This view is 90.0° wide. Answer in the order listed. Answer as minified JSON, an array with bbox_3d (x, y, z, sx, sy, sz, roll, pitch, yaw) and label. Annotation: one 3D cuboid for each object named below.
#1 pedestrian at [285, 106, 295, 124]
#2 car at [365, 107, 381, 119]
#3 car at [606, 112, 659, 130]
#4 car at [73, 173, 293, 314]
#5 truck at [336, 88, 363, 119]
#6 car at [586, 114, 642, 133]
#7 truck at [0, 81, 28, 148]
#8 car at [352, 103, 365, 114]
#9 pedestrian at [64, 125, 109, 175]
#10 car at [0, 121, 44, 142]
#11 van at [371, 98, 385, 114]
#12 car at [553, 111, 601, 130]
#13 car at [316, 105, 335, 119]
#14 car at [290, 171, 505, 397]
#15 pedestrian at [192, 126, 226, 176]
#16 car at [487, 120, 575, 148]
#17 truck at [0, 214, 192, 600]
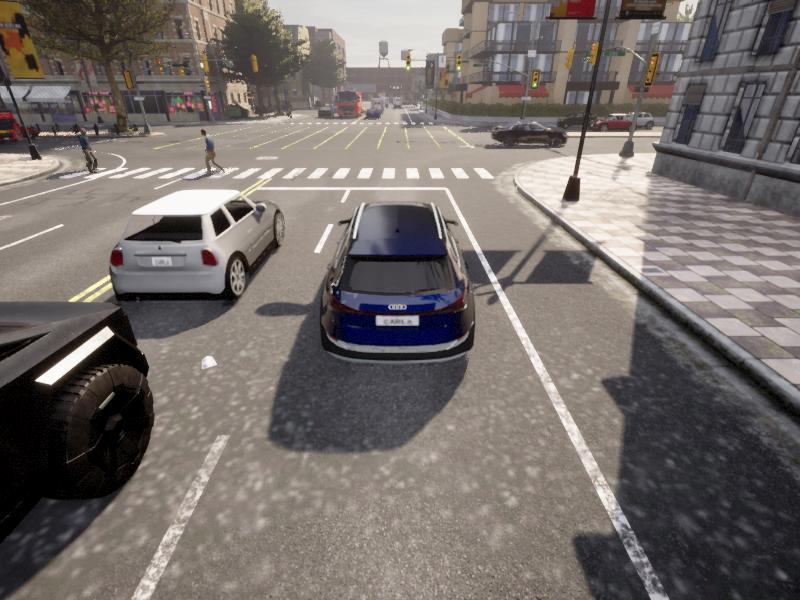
[{"bbox_3d":[-12.728,-21.514,46.449,0.751,1.860,0.751,0,27,1],"label":"pedestrian"},{"bbox_3d":[-3.839,-27.091,57.907,1.994,1.385,4.181,0,27,0],"label":"car"},{"bbox_3d":[22.788,-17.628,39.351,3.806,1.475,1.970,0,27,0],"label":"car"},{"bbox_3d":[-3.539,-1.305,7.549,1.970,1.475,3.806,0,27,0],"label":"car"},{"bbox_3d":[-7.356,-29.209,59.343,2.891,3.827,8.468,0,27,0],"label":"truck"},{"bbox_3d":[19.289,-16.031,36.239,3.806,1.475,1.970,0,27,0],"label":"car"},{"bbox_3d":[-29.904,-11.828,25.479,8.468,3.827,2.891,0,27,0],"label":"truck"},{"bbox_3d":[-7.427,-34.750,72.594,1.801,1.575,5.366,0,27,0],"label":"car"},{"bbox_3d":[-13.055,-6.257,16.723,0.751,1.860,0.751,-4,27,-8],"label":"pedestrian"},{"bbox_3d":[-29.308,-12.303,29.174,4.718,1.301,1.895,0,27,0],"label":"car"},{"bbox_3d":[-3.928,-35.338,72.814,2.351,2.431,6.366,0,27,0],"label":"van"},{"bbox_3d":[17.356,-17.664,39.336,3.705,1.549,1.789,0,27,0],"label":"car"},{"bbox_3d":[-10.846,-27.615,58.627,1.930,1.638,5.238,-1,27,-1],"label":"car"},{"bbox_3d":[-0.034,-0.755,6.316,2.033,1.649,4.856,0,28,0],"label":"car"},{"bbox_3d":[-7.900,-6.201,16.613,0.751,1.860,0.751,-2,27,-3],"label":"pedestrian"},{"bbox_3d":[8.362,-10.797,26.003,4.902,1.511,2.128,0,27,0],"label":"car"},{"bbox_3d":[-3.507,1.611,1.187,2.390,2.098,6.274,0,27,0],"label":"truck"}]
